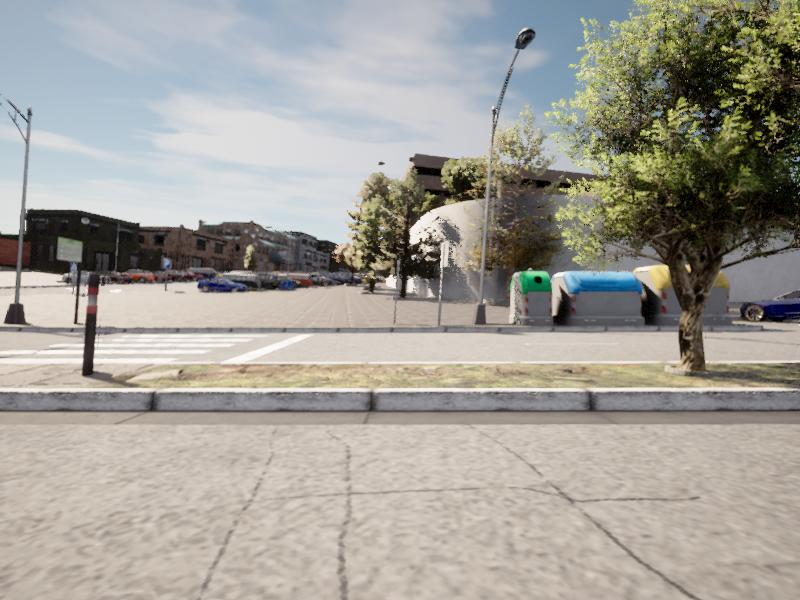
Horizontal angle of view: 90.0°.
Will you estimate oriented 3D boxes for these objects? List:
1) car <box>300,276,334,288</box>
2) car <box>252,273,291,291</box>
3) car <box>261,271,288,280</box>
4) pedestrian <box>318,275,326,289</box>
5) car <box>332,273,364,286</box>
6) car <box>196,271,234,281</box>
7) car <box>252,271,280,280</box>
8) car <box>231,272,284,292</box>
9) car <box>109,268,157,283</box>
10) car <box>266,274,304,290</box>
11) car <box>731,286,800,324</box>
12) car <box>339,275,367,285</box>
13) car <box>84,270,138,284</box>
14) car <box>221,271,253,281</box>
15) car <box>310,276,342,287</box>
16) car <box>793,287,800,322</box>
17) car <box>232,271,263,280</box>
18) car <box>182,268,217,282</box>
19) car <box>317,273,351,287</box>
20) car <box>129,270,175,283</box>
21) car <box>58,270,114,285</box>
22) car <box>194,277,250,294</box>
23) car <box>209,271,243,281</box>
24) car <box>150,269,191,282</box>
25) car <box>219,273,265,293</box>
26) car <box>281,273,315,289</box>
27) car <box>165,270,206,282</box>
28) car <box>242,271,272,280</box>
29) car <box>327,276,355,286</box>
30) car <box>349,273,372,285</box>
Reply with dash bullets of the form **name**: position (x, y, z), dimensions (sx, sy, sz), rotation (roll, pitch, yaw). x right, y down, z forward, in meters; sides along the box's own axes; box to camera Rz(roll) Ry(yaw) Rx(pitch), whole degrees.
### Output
- **car**: position (-13.020, -2.892, 63.147), dimensions (4.892, 1.521, 2.231), rotation (3, 5, -4)
- **car**: position (-16.570, -2.373, 51.630), dimensions (4.442, 1.987, 1.878), rotation (3, 5, -3)
- **car**: position (-25.948, -5.088, 82.674), dimensions (5.008, 1.535, 2.097), rotation (2, 5, -5)
- **pedestrian**: position (-10.790, -2.542, 55.584), dimensions (0.751, 1.860, 0.751), rotation (4, 0, 11)
- **car**: position (-9.675, -3.905, 74.686), dimensions (5.566, 2.045, 2.435), rotation (3, 4, -5)
- **car**: position (-30.375, -3.961, 65.729), dimensions (5.366, 1.575, 1.946), rotation (2, 4, -5)
- **car**: position (-26.720, -4.899, 79.846), dimensions (4.892, 1.521, 2.231), rotation (2, 5, -5)
- **car**: position (-17.347, -2.206, 48.768), dimensions (5.566, 2.045, 2.435), rotation (3, 5, -3)
- **car**: position (-34.315, -3.142, 51.499), dimensions (4.553, 1.767, 2.185), rotation (2, 5, -5)
- **car**: position (-15.625, -2.456, 54.519), dimensions (4.553, 1.767, 2.185), rotation (3, 5, -3)
- **car**: position (16.574, 0.202, 15.925), dimensions (2.163, 1.488, 4.792), rotation (0, -1, -23)
- **car**: position (-9.108, -3.861, 77.567), dimensions (5.366, 1.575, 1.946), rotation (3, 5, -5)
- **car**: position (-35.077, -2.798, 48.671), dimensions (4.792, 1.488, 2.163), rotation (2, 4, -5)
- **car**: position (-29.005, -4.308, 71.374), dimensions (4.792, 1.488, 2.163), rotation (2, 4, -5)
- **car**: position (-12.159, -3.052, 66.038), dimensions (4.792, 1.488, 2.163), rotation (3, 4, -4)
- **car**: position (19.537, 0.168, 16.061), dimensions (2.231, 1.521, 4.892), rotation (0, 0, -23)
- **car**: position (-28.275, -4.527, 74.201), dimensions (5.008, 1.535, 2.097), rotation (2, 4, -5)
- **car**: position (-31.430, -4.003, 62.854), dimensions (4.442, 1.987, 1.878), rotation (2, 5, -5)
- **car**: position (-11.304, -3.522, 68.905), dimensions (5.566, 2.045, 2.435), rotation (3, 5, -4)
- **car**: position (-33.625, -3.179, 54.352), dimensions (4.792, 1.488, 2.163), rotation (2, 5, -5)
- **car**: position (-35.860, -2.598, 45.821), dimensions (4.674, 1.452, 2.002), rotation (2, 4, -5)
- **car**: position (-19.069, -1.582, 43.067), dimensions (5.008, 1.535, 2.097), rotation (3, 5, -3)
- **car**: position (-29.806, -4.151, 68.544), dimensions (5.008, 1.535, 2.097), rotation (2, 4, -5)
- **car**: position (-32.803, -3.521, 57.189), dimensions (4.553, 1.767, 2.185), rotation (2, 5, -5)
- **car**: position (-18.069, -1.987, 45.921), dimensions (4.442, 1.987, 1.878), rotation (3, 5, -3)
- **car**: position (-14.608, -2.735, 57.393), dimensions (4.442, 1.987, 1.878), rotation (3, 5, -4)
- **car**: position (-32.086, -3.587, 60.047), dimensions (5.008, 1.535, 2.097), rotation (2, 4, -5)
- **car**: position (-27.494, -4.712, 77.024), dimensions (4.892, 1.521, 2.231), rotation (2, 5, -5)
- **car**: position (-10.526, -3.464, 71.816), dimensions (4.892, 1.521, 2.231), rotation (3, 5, -5)
- **car**: position (-8.002, -4.257, 80.462), dimensions (4.442, 1.987, 1.878), rotation (3, 4, -5)
